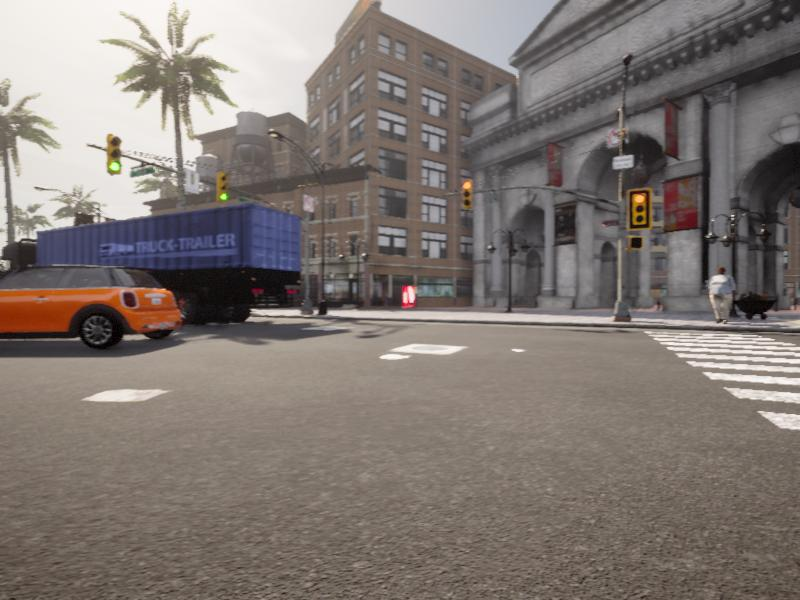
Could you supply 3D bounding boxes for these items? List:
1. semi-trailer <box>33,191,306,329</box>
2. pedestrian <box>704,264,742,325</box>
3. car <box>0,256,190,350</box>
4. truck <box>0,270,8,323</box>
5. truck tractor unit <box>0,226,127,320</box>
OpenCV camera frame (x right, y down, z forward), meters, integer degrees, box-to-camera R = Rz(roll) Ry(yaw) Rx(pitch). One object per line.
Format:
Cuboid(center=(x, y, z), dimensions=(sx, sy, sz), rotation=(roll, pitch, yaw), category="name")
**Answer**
Cuboid(center=(-10.595, -1.304, 17.205), dimensions=(14.254, 4.402, 2.717), rotation=(0, 0, 26), category="semi-trailer")
Cuboid(center=(10.339, -0.174, 12.814), dimensions=(0.751, 1.860, 0.751), rotation=(0, 0, -31), category="pedestrian")
Cuboid(center=(-7.321, 0.049, 8.529), dimensions=(4.553, 1.767, 2.097), rotation=(0, 0, -1), category="car")
Cuboid(center=(-15.956, -0.126, 13.708), dimensions=(2.390, 2.098, 6.274), rotation=(0, 0, -33), category="truck")
Cuboid(center=(-17.695, -1.227, 20.709), dimensions=(6.516, 4.208, 3.053), rotation=(0, 1, 26), category="truck tractor unit")
